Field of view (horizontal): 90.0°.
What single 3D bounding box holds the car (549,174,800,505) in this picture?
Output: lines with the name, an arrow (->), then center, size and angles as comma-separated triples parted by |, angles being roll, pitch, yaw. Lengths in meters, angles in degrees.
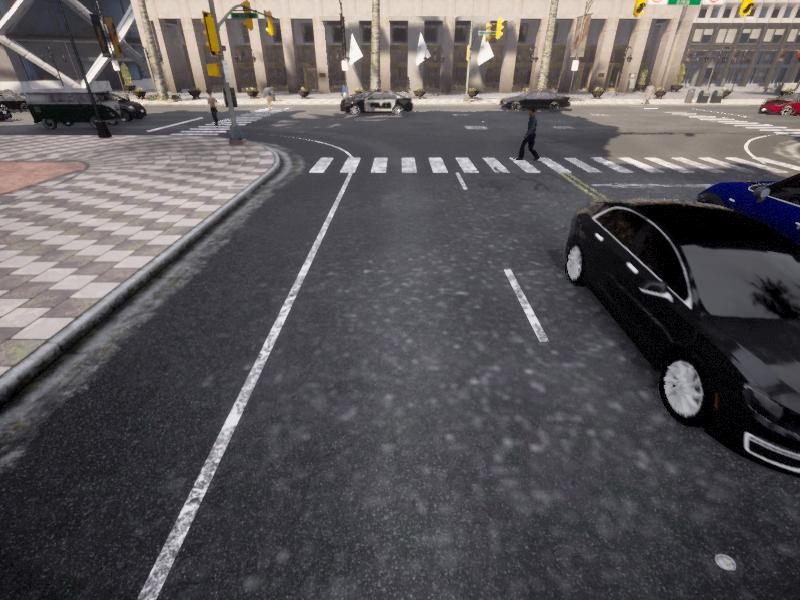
car -> 3.645, -0.229, 4.932 | 1.837, 1.490, 4.892 | 0, 30, 1

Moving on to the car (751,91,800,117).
car -> 28.593, -14.007, 28.541 | 4.792, 1.488, 2.163 | 0, 30, 0

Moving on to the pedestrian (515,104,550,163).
pedestrian -> 4.692, -5.939, 14.298 | 0.751, 1.860, 0.751 | 2, 30, 3

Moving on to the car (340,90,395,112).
car -> -2.463, -15.840, 31.790 | 4.181, 1.385, 1.994 | 0, 30, 0

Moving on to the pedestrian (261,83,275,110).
pedestrian -> -10.415, -16.060, 31.632 | 0.751, 1.860, 0.751 | -7, 31, -11

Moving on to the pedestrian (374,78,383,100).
pedestrian -> -2.060, -20.479, 38.898 | 0.751, 1.860, 0.751 | 1, 30, 1

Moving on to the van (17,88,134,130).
van -> -17.954, -10.714, 22.400 | 4.442, 1.987, 1.775 | -1, 30, -2

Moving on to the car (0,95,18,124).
car -> -26.608, -11.713, 24.615 | 3.806, 1.475, 1.970 | -8, 31, -14

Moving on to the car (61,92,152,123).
car -> -18.555, -12.309, 25.506 | 3.988, 1.617, 1.851 | -2, 30, -3

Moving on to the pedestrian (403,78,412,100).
pedestrian -> 0.752, -20.767, 39.392 | 0.751, 1.860, 0.751 | 5, 31, 8

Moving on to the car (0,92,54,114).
car -> -29.608, -14.906, 30.263 | 4.718, 1.301, 1.895 | -8, 31, -13

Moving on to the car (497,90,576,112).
car -> 10.688, -15.801, 31.699 | 5.357, 1.411, 2.033 | 0, 30, 0

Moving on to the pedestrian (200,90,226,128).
pedestrian -> -10.537, -10.786, 22.600 | 0.751, 1.860, 0.751 | -3, 30, -5

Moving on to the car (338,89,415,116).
car -> -1.608, -14.187, 28.689 | 5.238, 1.638, 1.930 | 0, 30, 0

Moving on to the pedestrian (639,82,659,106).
pedestrian -> 21.654, -17.942, 34.851 | 0.751, 1.860, 0.751 | 2, 30, 3

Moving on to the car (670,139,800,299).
car -> 7.074, -1.332, 6.521 | 2.097, 1.767, 4.553 | 0, 30, 0
